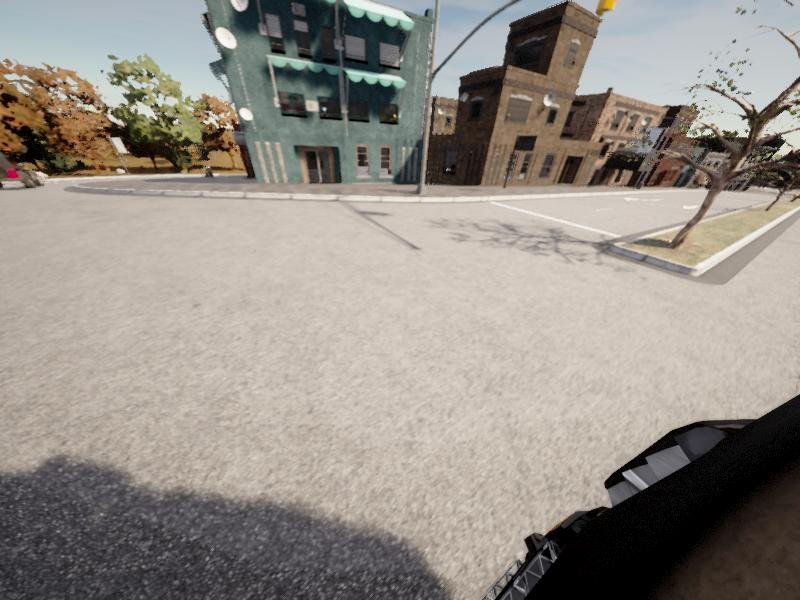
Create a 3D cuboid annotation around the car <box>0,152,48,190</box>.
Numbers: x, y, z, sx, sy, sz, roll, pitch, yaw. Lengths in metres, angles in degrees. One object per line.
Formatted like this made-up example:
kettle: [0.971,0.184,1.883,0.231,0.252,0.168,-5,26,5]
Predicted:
car: [-23.979,-7.764,13.943,3.866,1.878,1.905,26,39,38]
